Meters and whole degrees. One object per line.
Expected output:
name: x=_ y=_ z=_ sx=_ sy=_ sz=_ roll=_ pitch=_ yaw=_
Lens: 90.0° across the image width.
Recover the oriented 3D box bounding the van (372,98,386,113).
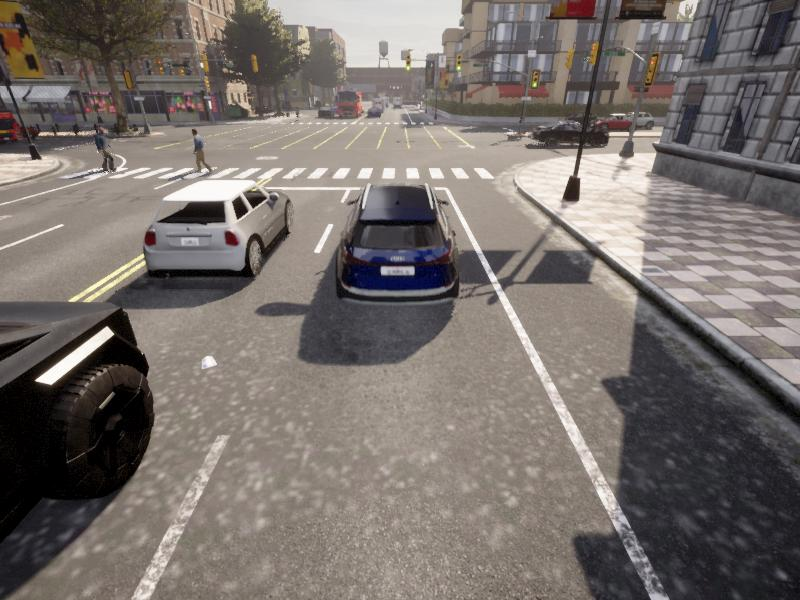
van: x=-3.945 y=-36.781 z=75.624 sx=2.351 sy=2.431 sz=6.366 roll=0 pitch=27 yaw=0

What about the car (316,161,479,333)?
car: x=-0.040 y=-1.381 z=7.535 sx=2.033 sy=1.649 sz=4.856 roll=0 pitch=28 yaw=0

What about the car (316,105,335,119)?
car: x=-10.847 y=-27.615 z=58.627 sx=1.930 sy=1.638 sz=5.238 roll=-1 pitch=27 yaw=-1

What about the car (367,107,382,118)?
car: x=-3.856 y=-28.565 z=60.774 sx=1.994 sy=1.385 sz=4.181 roll=0 pitch=27 yaw=0

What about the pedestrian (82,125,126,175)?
pedestrian: x=-12.396 y=-6.300 z=16.807 sx=0.751 sy=1.860 sz=0.751 roll=-4 pitch=27 yaw=-7

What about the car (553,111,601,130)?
car: x=17.355 y=-17.664 z=39.336 sx=3.705 sy=1.549 sz=1.789 roll=0 pitch=27 yaw=0

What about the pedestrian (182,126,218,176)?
pedestrian: x=-8.277 y=-6.191 z=16.595 sx=0.751 sy=1.860 sz=0.751 roll=-1 pitch=27 yaw=-3

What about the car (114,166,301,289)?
car: x=-3.544 y=-1.718 z=8.354 sx=1.970 sy=1.475 sz=3.806 roll=0 pitch=27 yaw=0

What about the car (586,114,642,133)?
car: x=19.289 y=-16.031 z=36.239 sx=3.806 sy=1.475 sz=1.970 roll=0 pitch=27 yaw=0

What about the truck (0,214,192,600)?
truck: x=-3.507 y=1.611 z=1.187 sx=2.390 sy=2.098 sz=6.274 roll=0 pitch=27 yaw=0

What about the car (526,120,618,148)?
car: x=11.040 y=-10.796 z=26.002 sx=4.902 sy=1.511 sz=2.128 roll=0 pitch=27 yaw=0

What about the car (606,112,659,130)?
car: x=22.788 y=-17.628 z=39.351 sx=3.806 sy=1.475 sz=1.970 roll=0 pitch=27 yaw=0

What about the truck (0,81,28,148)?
truck: x=-29.904 y=-11.828 z=25.479 sx=8.468 sy=3.827 sz=2.891 roll=0 pitch=27 yaw=0

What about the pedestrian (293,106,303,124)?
pedestrian: x=-11.878 y=-21.510 z=46.440 sx=0.751 sy=1.860 sz=0.751 roll=0 pitch=27 yaw=1

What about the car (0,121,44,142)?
car: x=-29.308 y=-12.303 z=29.174 sx=4.718 sy=1.301 sz=1.895 roll=0 pitch=27 yaw=0

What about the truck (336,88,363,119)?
truck: x=-7.357 y=-29.209 z=59.343 sx=2.891 sy=3.827 sz=8.468 roll=0 pitch=27 yaw=0
